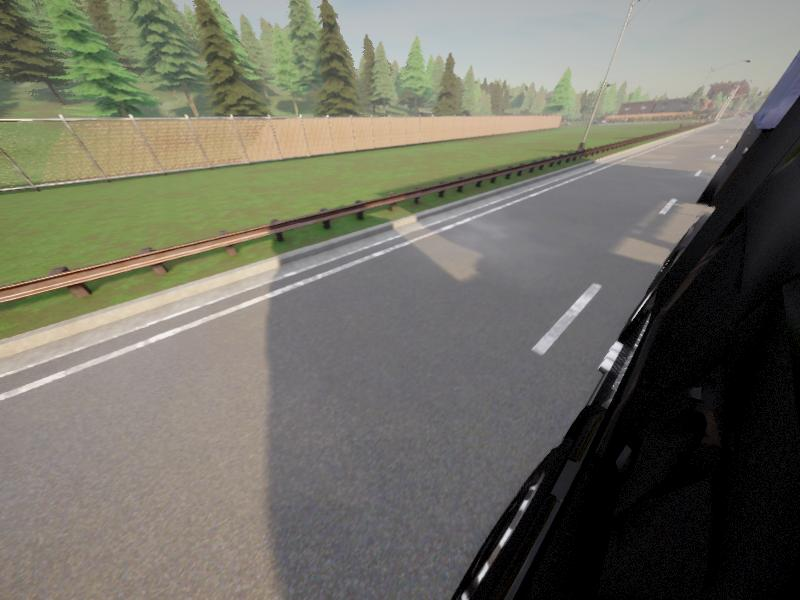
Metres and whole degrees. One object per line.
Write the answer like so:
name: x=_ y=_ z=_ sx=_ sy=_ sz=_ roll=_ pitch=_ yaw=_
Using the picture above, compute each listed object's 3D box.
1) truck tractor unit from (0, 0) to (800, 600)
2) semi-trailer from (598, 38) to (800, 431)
truck tractor unit: x=2.645 y=-0.295 z=0.351 sx=6.516 sy=4.208 sz=3.053 roll=-28 pitch=44 yaw=-30
semi-trailer: x=8.687 y=-3.613 z=4.238 sx=14.254 sy=4.402 sz=2.717 roll=-28 pitch=43 yaw=-30
